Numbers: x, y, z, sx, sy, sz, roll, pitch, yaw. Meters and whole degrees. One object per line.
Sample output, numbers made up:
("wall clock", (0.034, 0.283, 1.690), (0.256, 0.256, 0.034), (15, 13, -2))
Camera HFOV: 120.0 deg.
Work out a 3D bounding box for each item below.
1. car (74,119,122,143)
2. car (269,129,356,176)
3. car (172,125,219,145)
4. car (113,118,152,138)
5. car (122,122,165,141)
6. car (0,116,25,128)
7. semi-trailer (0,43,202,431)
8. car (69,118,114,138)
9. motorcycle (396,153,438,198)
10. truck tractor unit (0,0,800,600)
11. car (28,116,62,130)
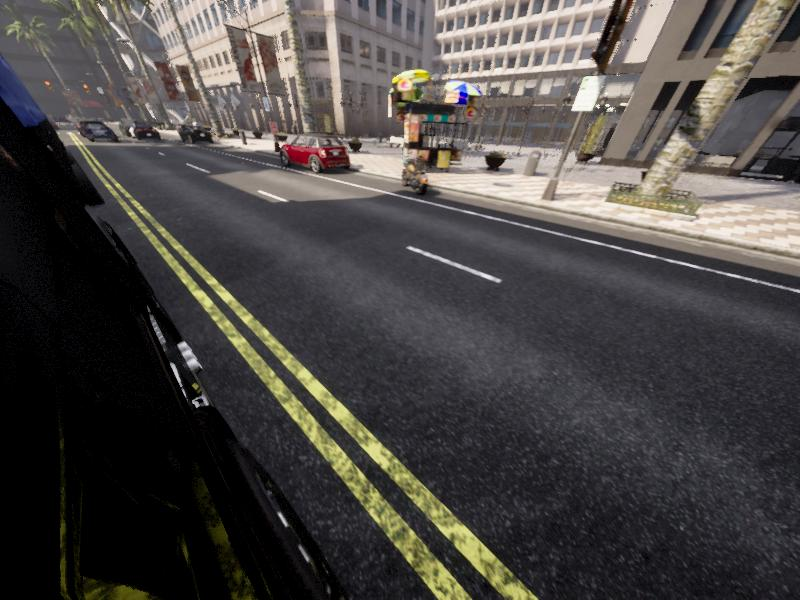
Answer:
("car", (-29.229, -16.362, 22.346), (4.856, 1.649, 2.033), (29, 44, 30))
("car", (-4.936, -8.463, 13.079), (4.553, 1.767, 2.185), (28, 44, 30))
("car", (-21.544, -17.429, 24.310), (4.792, 1.488, 2.163), (28, 44, 30))
("car", (-33.025, -21.272, 28.509), (4.553, 1.767, 2.097), (29, 44, 30))
("car", (-28.274, -18.582, 25.422), (4.974, 1.542, 2.038), (28, 44, 30))
("car", (-59.041, -25.512, 33.029), (2.033, 1.411, 5.357), (11, 38, 11))
("semi-trailer", (-8.694, -3.603, 4.241), (14.254, 4.402, 2.717), (28, 44, 30))
("car", (-34.410, -19.198, 25.785), (4.611, 1.667, 2.242), (28, 44, 30))
("motorcycle", (0.586, -5.171, 9.490), (0.764, 1.277, 2.356), (-11, 39, -17))
("truck tractor unit", (-2.645, -0.295, 0.351), (6.516, 4.208, 3.053), (28, 44, 30))
("car", (-52.067, -25.948, 33.919), (4.792, 1.488, 2.163), (29, 44, 30))
